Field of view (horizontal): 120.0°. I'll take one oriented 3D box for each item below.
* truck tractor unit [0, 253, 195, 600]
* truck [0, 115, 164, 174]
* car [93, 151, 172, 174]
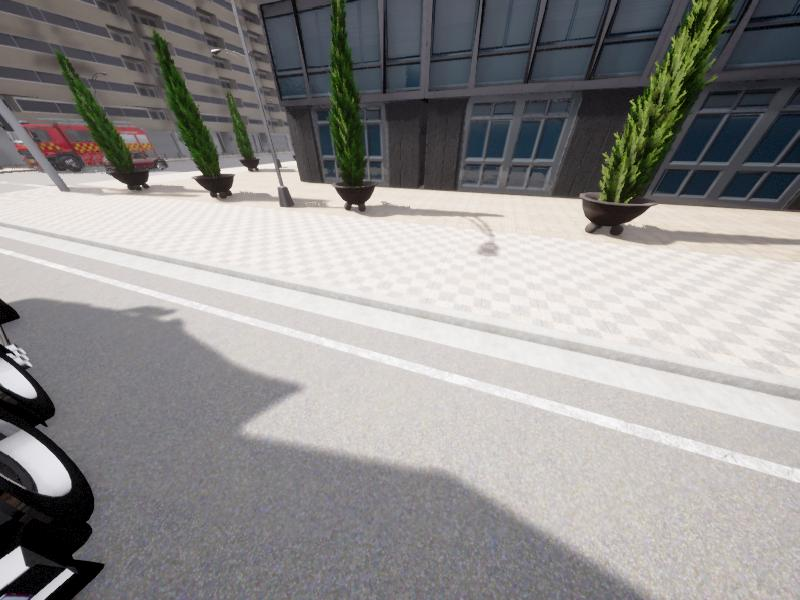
[{"bbox_3d":[-5.091,-0.320,0.809,6.516,4.208,3.053,19,39,25],"label":"truck tractor unit"},{"bbox_3d":[-29.176,-14.661,21.851,2.891,3.827,8.468,11,36,16],"label":"truck"},{"bbox_3d":[-22.891,-11.982,20.013,1.970,1.475,3.806,12,37,17],"label":"car"}]
